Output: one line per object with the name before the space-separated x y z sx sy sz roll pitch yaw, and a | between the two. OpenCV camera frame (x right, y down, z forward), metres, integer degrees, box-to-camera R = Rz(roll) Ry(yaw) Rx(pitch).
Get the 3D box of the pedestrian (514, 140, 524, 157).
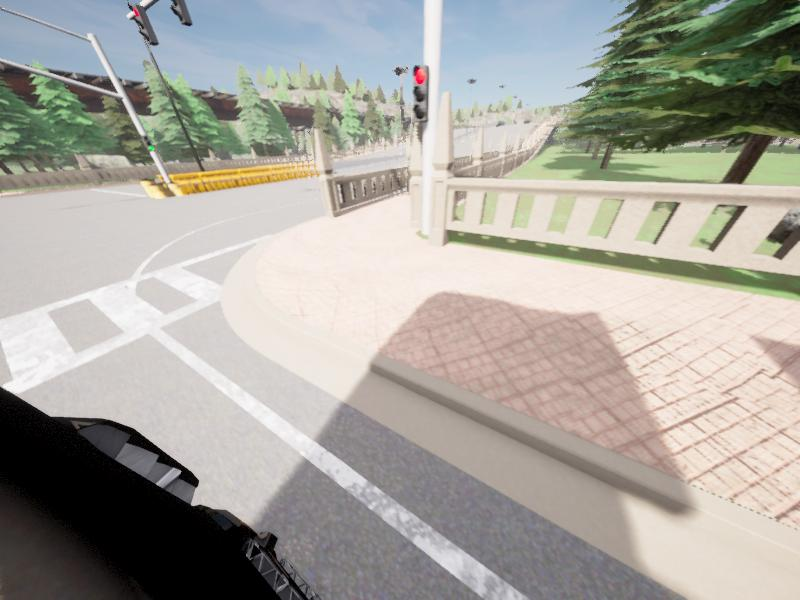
pedestrian | 16.603 -21.184 32.337 0.751 1.860 0.751 16 38 26
